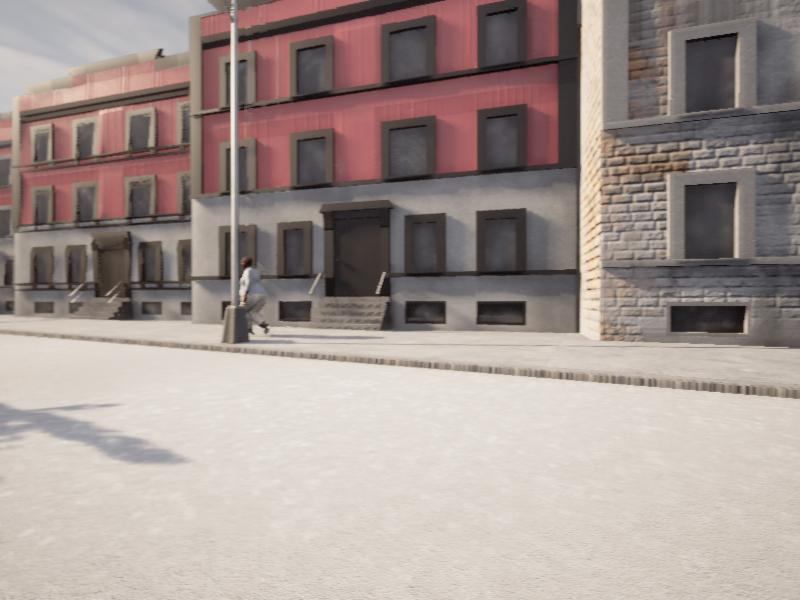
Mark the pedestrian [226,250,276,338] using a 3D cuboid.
[{"bbox_3d":[-3.317,-0.135,8.939,0.751,1.860,0.751,0,0,14],"label":"pedestrian"}]
